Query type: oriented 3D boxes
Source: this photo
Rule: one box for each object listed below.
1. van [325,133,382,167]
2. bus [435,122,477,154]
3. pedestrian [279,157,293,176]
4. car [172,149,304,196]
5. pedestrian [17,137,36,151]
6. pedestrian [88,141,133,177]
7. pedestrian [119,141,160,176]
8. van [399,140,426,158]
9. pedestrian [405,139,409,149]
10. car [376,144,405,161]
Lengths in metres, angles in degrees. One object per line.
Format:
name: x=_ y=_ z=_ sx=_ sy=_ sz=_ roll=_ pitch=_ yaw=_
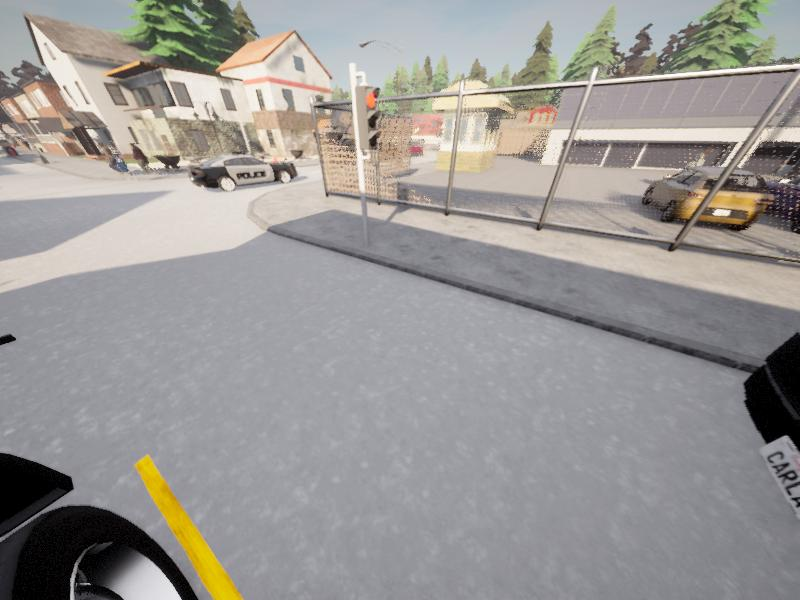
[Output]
van: x=-4.402 y=-15.312 z=23.411 sx=1.988 sy=2.561 sz=5.915 roll=20 pitch=40 yaw=26
bus: x=9.678 y=-29.357 z=41.959 sx=3.944 sy=4.253 sz=10.273 roll=-4 pitch=36 yaw=-6
pedestrian: x=-7.831 y=-9.188 z=15.901 sx=0.500 sy=1.100 sz=0.500 roll=-27 pitch=43 yaw=-33
car: x=-8.201 y=-7.036 z=12.417 sx=1.930 sy=1.638 sz=5.238 roll=23 pitch=41 yaw=29
pedestrian: x=-60.640 y=-25.250 z=37.466 sx=0.751 sy=1.860 sz=0.751 roll=20 pitch=40 yaw=25
pedestrian: x=-17.975 y=-8.800 z=14.419 sx=0.751 sy=1.860 sz=0.751 roll=-10 pitch=36 yaw=-14
pedestrian: x=-16.531 y=-9.018 z=14.740 sx=0.751 sy=1.860 sz=0.751 roll=-6 pitch=36 yaw=-9
van: x=1.747 y=-21.037 z=32.062 sx=1.775 sy=1.987 sz=4.442 roll=19 pitch=39 yaw=24
pedestrian: x=1.502 y=-35.488 z=52.457 sx=0.751 sy=1.860 sz=0.751 roll=10 pitch=36 yaw=14
car: x=-1.078 y=-18.155 z=28.326 sx=1.789 sy=1.549 sz=3.705 roll=19 pitch=39 yaw=25
